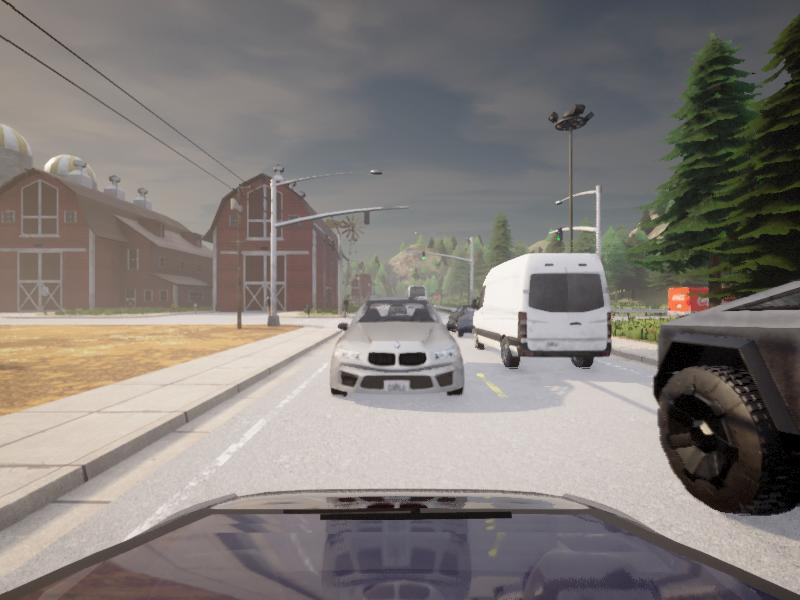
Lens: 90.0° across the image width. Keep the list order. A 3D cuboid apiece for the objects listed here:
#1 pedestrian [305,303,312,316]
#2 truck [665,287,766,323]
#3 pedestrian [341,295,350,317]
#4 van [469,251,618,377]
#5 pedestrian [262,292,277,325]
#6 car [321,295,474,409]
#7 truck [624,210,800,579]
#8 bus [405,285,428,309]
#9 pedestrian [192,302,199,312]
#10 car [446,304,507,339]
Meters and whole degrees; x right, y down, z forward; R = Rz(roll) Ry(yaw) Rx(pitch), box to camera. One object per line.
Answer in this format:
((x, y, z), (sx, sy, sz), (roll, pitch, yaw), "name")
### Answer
((-8.072, 0.840, 35.331), (0.500, 1.100, 0.500), (0, 0, -34), "pedestrian")
((22.524, 0.328, 28.738), (5.204, 2.467, 2.627), (0, 0, -1), "truck")
((-4.736, 0.516, 34.937), (0.751, 1.860, 0.751), (0, 0, -2), "pedestrian")
((3.437, 0.319, 11.124), (1.988, 2.561, 5.915), (0, -1, 0), "van")
((-7.390, 0.463, 22.647), (0.751, 1.860, 0.751), (0, 0, -20), "pedestrian")
((-0.055, 0.756, 8.154), (2.242, 1.667, 4.611), (0, 0, 0), "car")
((3.476, 0.544, 0.927), (2.390, 2.098, 6.274), (0, 0, 0), "truck")
((2.962, -0.525, 76.058), (3.944, 4.253, 10.273), (0, 1, 0), "bus")
((-21.572, 0.721, 42.190), (0.500, 1.100, 0.500), (0, 0, 12), "pedestrian")
((3.392, 0.908, 18.612), (1.994, 1.385, 4.181), (0, 0, 0), "car")
